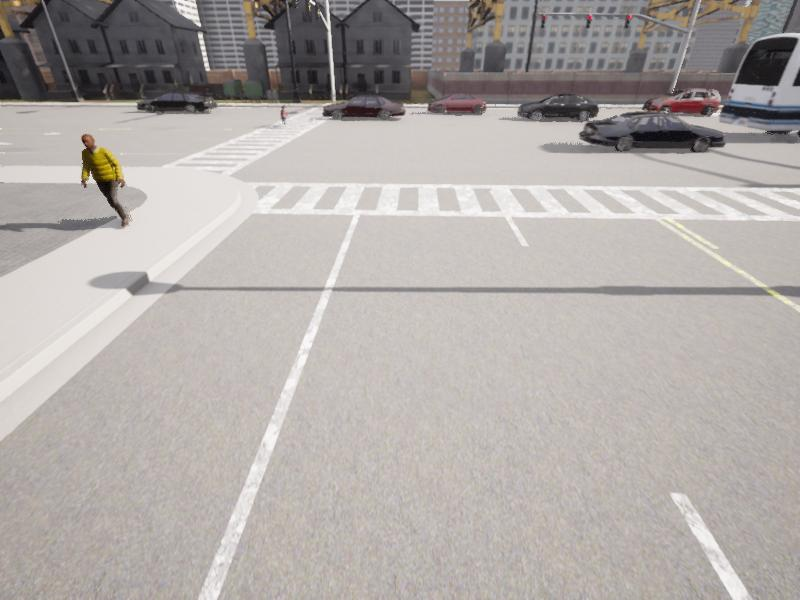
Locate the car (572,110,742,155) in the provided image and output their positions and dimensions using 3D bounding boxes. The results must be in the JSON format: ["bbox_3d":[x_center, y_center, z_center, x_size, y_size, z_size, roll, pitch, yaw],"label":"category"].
[{"bbox_3d":[10.286,-6.911,16.424,5.357,1.411,2.033,1,30,2],"label":"car"}]

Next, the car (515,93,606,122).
[{"bbox_3d":[10.075,-12.266,25.474,4.892,1.490,1.837,1,30,2],"label":"car"}]

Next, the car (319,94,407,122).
[{"bbox_3d":[-2.269,-12.436,25.852,5.357,1.411,2.033,1,30,2],"label":"car"}]

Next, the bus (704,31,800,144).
[{"bbox_3d":[21.362,-9.784,18.518,10.273,4.253,3.944,1,30,2],"label":"bus"}]

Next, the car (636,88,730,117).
[{"bbox_3d":[19.778,-13.943,28.175,4.611,1.667,2.242,1,30,2],"label":"car"}]

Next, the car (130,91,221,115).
[{"bbox_3d":[-16.295,-14.448,29.273,5.357,1.411,2.033,1,30,2],"label":"car"}]

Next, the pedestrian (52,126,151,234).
[{"bbox_3d":[-5.663,-2.302,7.725,0.751,1.860,0.751,-2,30,-4],"label":"pedestrian"}]

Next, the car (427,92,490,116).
[{"bbox_3d":[4.112,-14.084,28.698,4.181,1.385,1.994,1,30,2],"label":"car"}]

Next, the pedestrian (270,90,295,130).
[{"bbox_3d":[-6.322,-10.280,21.655,0.751,1.860,0.751,10,32,17],"label":"pedestrian"}]
